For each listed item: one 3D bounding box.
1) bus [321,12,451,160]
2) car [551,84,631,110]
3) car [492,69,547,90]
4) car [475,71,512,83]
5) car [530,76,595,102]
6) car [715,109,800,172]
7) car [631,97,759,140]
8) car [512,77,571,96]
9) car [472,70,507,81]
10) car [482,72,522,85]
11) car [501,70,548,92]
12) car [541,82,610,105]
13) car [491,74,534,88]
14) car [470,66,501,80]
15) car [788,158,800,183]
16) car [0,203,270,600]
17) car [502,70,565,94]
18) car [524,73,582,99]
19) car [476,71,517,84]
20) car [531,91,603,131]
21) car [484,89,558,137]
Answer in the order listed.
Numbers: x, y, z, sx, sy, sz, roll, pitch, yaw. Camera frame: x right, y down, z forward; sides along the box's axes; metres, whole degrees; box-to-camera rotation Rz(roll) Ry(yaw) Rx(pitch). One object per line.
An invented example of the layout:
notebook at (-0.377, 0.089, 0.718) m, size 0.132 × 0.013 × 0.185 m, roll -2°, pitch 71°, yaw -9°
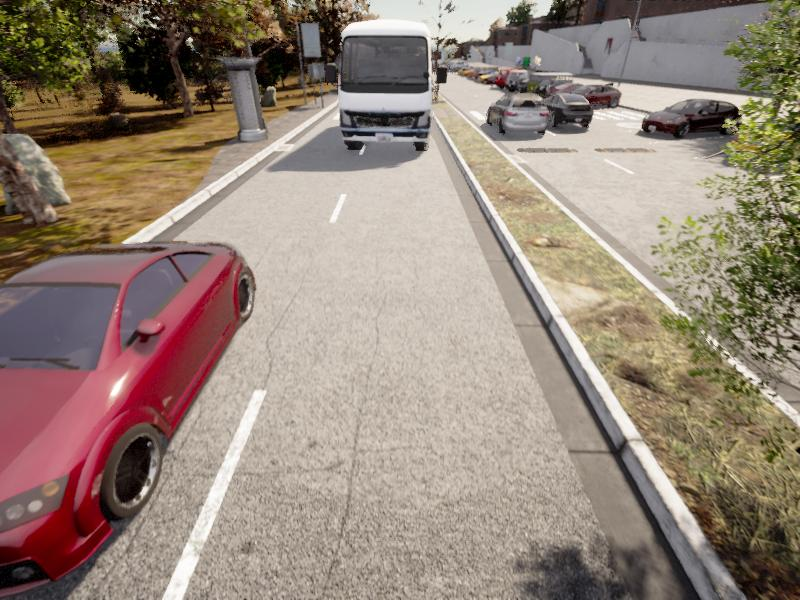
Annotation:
bus at (-0.066, -9.478, 17.568) m, size 3.944 × 4.253 × 10.273 m, roll 2°, pitch 31°, yaw 3°
car at (13.862, -14.841, 29.154) m, size 4.792 × 1.488 × 2.163 m, roll -10°, pitch 33°, yaw -17°
car at (13.945, -25.894, 46.929) m, size 5.566 × 2.045 × 2.435 m, roll -10°, pitch 33°, yaw -17°
car at (13.963, -33.419, 59.821) m, size 4.792 × 1.488 × 2.163 m, roll -10°, pitch 33°, yaw -17°
car at (13.868, -18.069, 34.203) m, size 4.553 × 1.767 × 2.185 m, roll -10°, pitch 33°, yaw -17°
car at (14.035, -5.606, 13.785) m, size 5.366 × 1.575 × 1.946 m, roll -10°, pitch 32°, yaw -17°
car at (13.845, -8.639, 18.874) m, size 4.792 × 1.488 × 2.163 m, roll -10°, pitch 33°, yaw -17°
car at (13.898, -21.047, 39.384) m, size 4.892 × 1.521 × 2.231 m, roll -10°, pitch 33°, yaw -17°
car at (13.935, -34.971, 62.356) m, size 4.674 × 1.452 × 2.002 m, roll -10°, pitch 33°, yaw -17°
car at (13.901, -30.289, 54.706) m, size 4.792 × 1.488 × 2.163 m, roll -10°, pitch 33°, yaw -17°
car at (13.807, -24.301, 44.337) m, size 4.442 × 1.987 × 1.878 m, roll -10°, pitch 33°, yaw -17°
car at (13.887, -16.391, 31.744) m, size 4.674 × 1.452 × 2.002 m, roll -10°, pitch 32°, yaw -17°
car at (13.916, -27.185, 49.621) m, size 4.674 × 1.452 × 2.002 m, roll -10°, pitch 33°, yaw -17°
car at (13.839, -36.738, 64.711) m, size 4.442 × 1.987 × 1.878 m, roll -10°, pitch 34°, yaw -17°
car at (13.863, -3.989, 11.171) m, size 4.674 × 1.452 × 2.002 m, roll -10°, pitch 33°, yaw -17°
car at (-2.985, 0.365, 3.945) m, size 1.994 × 1.385 × 4.181 m, roll 0°, pitch 31°, yaw 0°
car at (13.886, -22.796, 41.795) m, size 5.566 × 2.045 × 2.435 m, roll -10°, pitch 33°, yaw -17°
car at (14.011, -19.721, 36.751) m, size 4.442 × 1.987 × 1.878 m, roll -10°, pitch 32°, yaw -17°
car at (13.760, -31.846, 57.185) m, size 5.366 × 1.575 × 1.946 m, roll -10°, pitch 33°, yaw -17°
car at (8.808, -10.339, 21.657) m, size 1.837 × 1.490 × 4.892 m, roll 0°, pitch 31°, yaw 0°
car at (5.798, -9.403, 19.937) m, size 2.242 × 1.667 × 4.611 m, roll 0°, pitch 31°, yaw 0°
